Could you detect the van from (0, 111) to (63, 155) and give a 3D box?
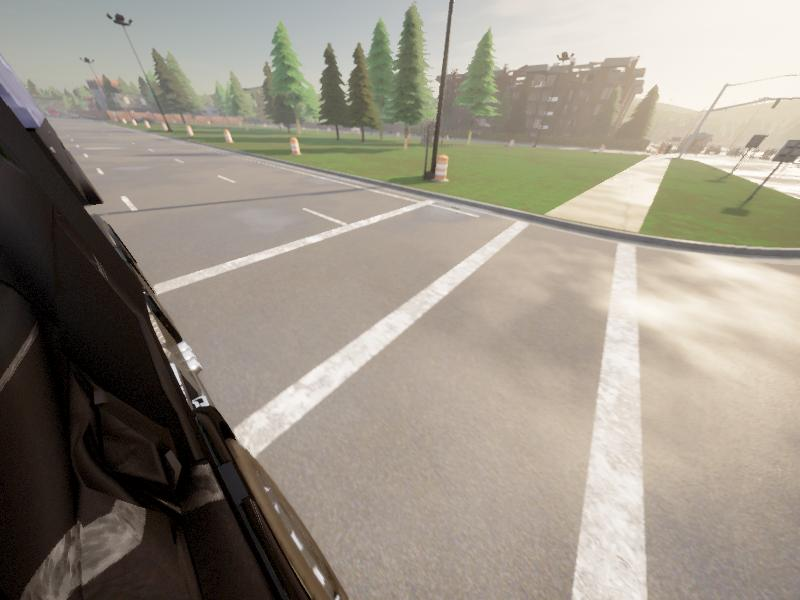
[{"bbox_3d":[-23.366,-10.478,14.452,4.442,1.987,1.775,28,44,30],"label":"van"}]

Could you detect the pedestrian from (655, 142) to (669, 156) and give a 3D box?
[{"bbox_3d":[44.059,-25.460,38.861,0.751,1.860,0.751,26,43,28],"label":"pedestrian"}]

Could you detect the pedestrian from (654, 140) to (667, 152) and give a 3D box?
[{"bbox_3d":[53.175,-31.381,47.088,0.751,1.860,0.751,14,38,14],"label":"pedestrian"}]

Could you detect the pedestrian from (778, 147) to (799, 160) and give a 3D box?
[{"bbox_3d":[66.624,-25.139,39.642,0.751,1.860,0.751,23,41,25],"label":"pedestrian"}]

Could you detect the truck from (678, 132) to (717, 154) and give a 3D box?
[{"bbox_3d":[66.726,-35.489,52.101,2.891,3.827,8.468,28,44,30],"label":"truck"}]

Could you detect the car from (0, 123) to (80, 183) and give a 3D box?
[{"bbox_3d":[-16.041,-6.398,9.807,5.027,1.651,2.152,28,44,30],"label":"car"}]

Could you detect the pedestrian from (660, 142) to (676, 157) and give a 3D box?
[{"bbox_3d":[41.453,-23.229,35.715,0.751,1.860,0.751,-27,46,-34],"label":"pedestrian"}]

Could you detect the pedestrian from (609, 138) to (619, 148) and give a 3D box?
[{"bbox_3d":[47.410,-34.745,51.197,0.751,1.860,0.751,28,44,29],"label":"pedestrian"}]

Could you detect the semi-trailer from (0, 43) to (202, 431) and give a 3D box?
[{"bbox_3d":[-8.695,-3.612,4.223,14.254,4.402,2.717,28,44,30],"label":"semi-trailer"}]

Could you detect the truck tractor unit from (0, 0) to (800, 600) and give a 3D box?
[{"bbox_3d":[-2.645,-0.295,0.351,6.516,4.208,3.053,28,44,30],"label":"truck tractor unit"}]

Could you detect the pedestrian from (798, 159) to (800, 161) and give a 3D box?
[{"bbox_3d":[68.922,-24.484,38.918,0.751,1.860,0.751,18,40,20],"label":"pedestrian"}]

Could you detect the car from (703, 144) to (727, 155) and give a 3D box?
[{"bbox_3d":[69.163,-33.130,50.743,1.905,1.878,3.866,28,44,30],"label":"car"}]

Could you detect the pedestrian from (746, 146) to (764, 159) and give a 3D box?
[{"bbox_3d":[63.884,-26.518,41.556,0.751,1.860,0.751,29,44,31],"label":"pedestrian"}]

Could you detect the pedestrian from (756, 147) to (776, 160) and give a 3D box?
[{"bbox_3d":[64.485,-25.864,40.723,0.751,1.860,0.751,22,41,24],"label":"pedestrian"}]

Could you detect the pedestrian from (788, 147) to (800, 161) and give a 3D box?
[{"bbox_3d":[67.549,-24.738,39.167,0.751,1.860,0.751,22,41,24],"label":"pedestrian"}]

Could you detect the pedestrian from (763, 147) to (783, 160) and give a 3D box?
[{"bbox_3d":[66.281,-26.036,41.070,0.751,1.860,0.751,12,38,12],"label":"pedestrian"}]

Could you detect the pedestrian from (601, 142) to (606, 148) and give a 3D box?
[{"bbox_3d":[46.493,-35.495,52.771,0.500,1.100,0.500,28,44,30],"label":"pedestrian"}]

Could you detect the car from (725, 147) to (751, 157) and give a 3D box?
[{"bbox_3d":[72.119,-31.744,49.394,1.837,1.490,4.892,28,44,30],"label":"car"}]
